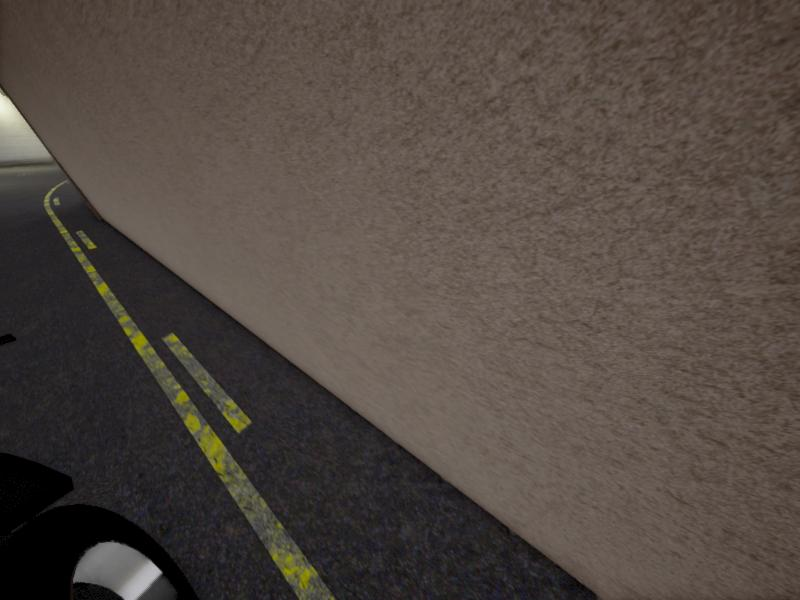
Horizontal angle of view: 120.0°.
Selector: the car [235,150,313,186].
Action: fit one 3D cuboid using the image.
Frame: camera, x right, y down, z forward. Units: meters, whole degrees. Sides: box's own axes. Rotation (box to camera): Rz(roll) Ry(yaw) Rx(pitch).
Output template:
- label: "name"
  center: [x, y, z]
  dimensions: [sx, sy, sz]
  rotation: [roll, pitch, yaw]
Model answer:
- label: "car"
  center: [-7.677, -8.151, 14.083]
  dimensions: [4.514, 1.525, 2.007]
  rotation: [25, 42, 30]
